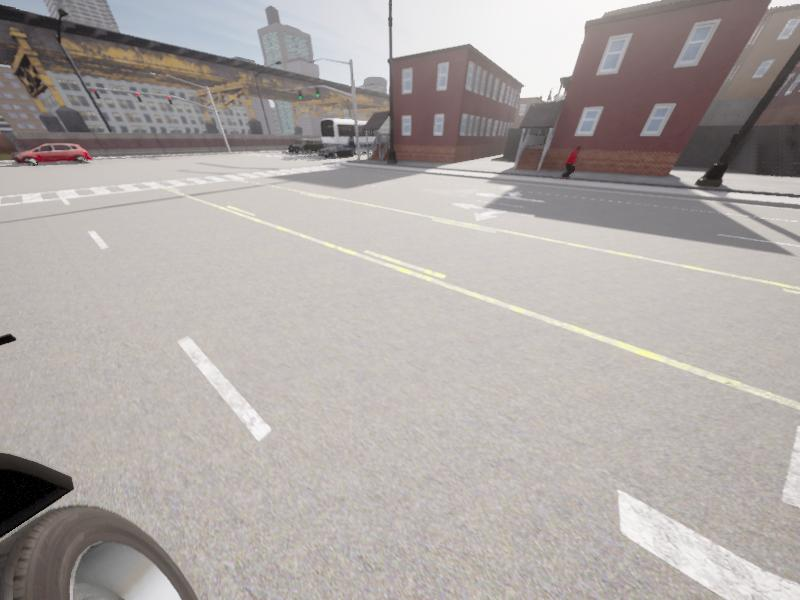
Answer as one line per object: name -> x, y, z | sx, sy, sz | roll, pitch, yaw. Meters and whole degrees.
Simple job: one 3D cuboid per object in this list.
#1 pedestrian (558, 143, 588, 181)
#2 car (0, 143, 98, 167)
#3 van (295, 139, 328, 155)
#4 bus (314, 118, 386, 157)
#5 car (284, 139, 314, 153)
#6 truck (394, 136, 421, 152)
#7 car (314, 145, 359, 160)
pedestrian -> 10.056, -8.047, 13.480 | 0.751, 1.860, 0.751 | 22, 40, 27
car -> -32.195, -13.529, 21.385 | 2.242, 1.667, 4.611 | 23, 41, 29
van -> -14.065, -24.546, 36.881 | 1.775, 1.987, 4.442 | 23, 41, 29
bus -> -6.895, -24.383, 34.746 | 3.944, 4.253, 10.273 | 23, 41, 29
car -> -16.792, -25.789, 38.705 | 1.905, 1.878, 3.866 | 23, 41, 29
truck -> 1.459, -30.142, 44.516 | 2.627, 2.467, 5.204 | 23, 41, 29
car -> -7.911, -18.866, 29.388 | 2.033, 1.411, 5.357 | 23, 41, 29
